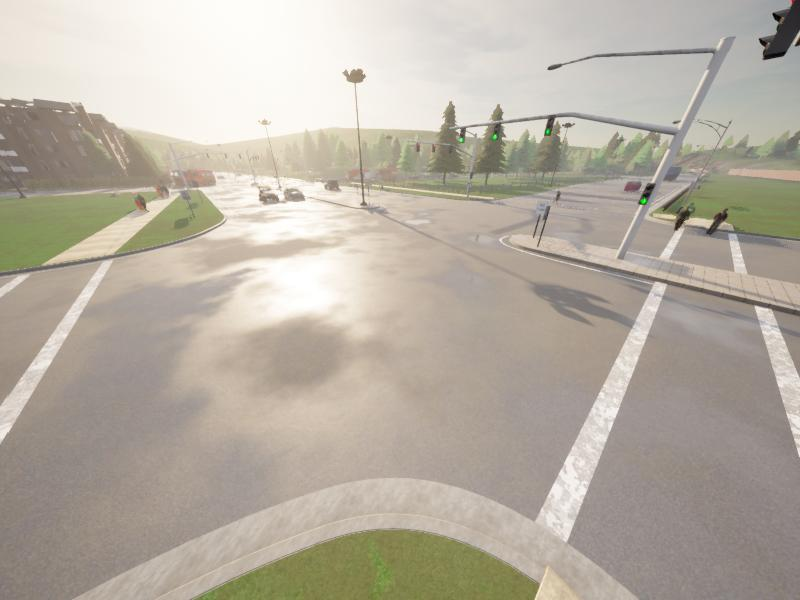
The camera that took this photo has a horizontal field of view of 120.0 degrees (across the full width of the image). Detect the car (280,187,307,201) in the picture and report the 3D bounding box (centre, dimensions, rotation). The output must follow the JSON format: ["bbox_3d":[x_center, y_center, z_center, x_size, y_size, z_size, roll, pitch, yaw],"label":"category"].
[{"bbox_3d":[-15.740,-15.690,34.038,1.837,1.490,4.892,-22,37,-34],"label":"car"}]

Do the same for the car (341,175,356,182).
[{"bbox_3d":[-17.026,-40.385,76.526,4.553,1.767,2.097,-23,37,-34],"label":"car"}]

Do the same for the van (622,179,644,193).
[{"bbox_3d":[44.945,-21.984,44.455,4.442,1.987,1.775,-23,37,-34],"label":"van"}]

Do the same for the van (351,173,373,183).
[{"bbox_3d":[-11.777,-38.300,72.267,6.366,2.431,2.351,-23,37,-34],"label":"van"}]

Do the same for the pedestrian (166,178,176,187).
[{"bbox_3d":[-54.294,-27.887,54.758,0.751,1.860,0.751,-11,32,-18],"label":"pedestrian"}]

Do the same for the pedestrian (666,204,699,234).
[{"bbox_3d":[20.187,-5.817,16.532,0.751,1.860,0.751,-20,36,-31],"label":"pedestrian"}]

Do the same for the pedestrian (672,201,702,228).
[{"bbox_3d":[22.386,-6.696,18.055,0.751,1.860,0.751,-21,36,-32],"label":"pedestrian"}]

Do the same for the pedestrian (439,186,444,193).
[{"bbox_3d":[7.279,-19.557,40.786,0.500,1.100,0.500,-20,36,-31],"label":"pedestrian"}]

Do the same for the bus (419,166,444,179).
[{"bbox_3d":[12.690,-51.569,93.425,10.273,4.253,3.944,-23,37,-34],"label":"bus"}]

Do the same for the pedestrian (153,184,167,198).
[{"bbox_3d":[-34.941,-15.898,33.688,0.751,1.860,0.751,-19,35,-29],"label":"pedestrian"}]

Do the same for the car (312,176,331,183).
[{"bbox_3d":[-24.260,-37.152,71.376,5.027,1.651,2.152,-23,37,-34],"label":"car"}]

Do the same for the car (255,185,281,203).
[{"bbox_3d":[-18.226,-14.605,31.793,1.905,1.878,3.866,-22,37,-34],"label":"car"}]

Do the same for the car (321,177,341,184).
[{"bbox_3d":[-19.885,-34.552,66.565,4.856,1.649,2.033,-23,37,-34],"label":"car"}]

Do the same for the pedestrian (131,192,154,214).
[{"bbox_3d":[-25.194,-9.524,22.648,0.751,1.860,0.751,-20,35,-30],"label":"pedestrian"}]

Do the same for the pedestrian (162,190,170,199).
[{"bbox_3d":[-33.393,-15.043,32.967,0.500,1.100,0.500,-23,37,-34],"label":"pedestrian"}]

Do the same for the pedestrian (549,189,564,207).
[{"bbox_3d":[18.504,-12.042,27.314,0.751,1.860,0.751,-20,35,-30],"label":"pedestrian"}]

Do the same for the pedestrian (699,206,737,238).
[{"bbox_3d":[21.369,-5.252,15.554,0.751,1.860,0.751,26,39,37],"label":"pedestrian"}]

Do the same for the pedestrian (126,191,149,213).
[{"bbox_3d":[-26.213,-9.783,23.096,0.751,1.860,0.751,-19,35,-30],"label":"pedestrian"}]

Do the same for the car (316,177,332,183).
[{"bbox_3d":[-22.462,-35.706,68.681,3.988,1.617,1.851,-23,37,-34],"label":"car"}]

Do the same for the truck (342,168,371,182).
[{"bbox_3d":[-13.888,-40.306,74.345,8.468,3.827,2.891,-23,37,-34],"label":"truck"}]

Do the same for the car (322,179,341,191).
[{"bbox_3d":[-14.239,-23.961,47.996,1.905,1.878,3.866,-22,37,-34],"label":"car"}]

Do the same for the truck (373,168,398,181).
[{"bbox_3d":[-4.852,-44.100,80.916,8.468,3.827,2.891,-23,37,-34],"label":"truck"}]

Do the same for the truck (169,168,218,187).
[{"bbox_3d":[-50.936,-30.530,57.412,2.891,3.827,8.468,6,31,10],"label":"truck"}]

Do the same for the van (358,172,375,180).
[{"bbox_3d":[-12.011,-45.122,83.937,5.915,2.561,1.988,-23,37,-34],"label":"van"}]

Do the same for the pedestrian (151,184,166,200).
[{"bbox_3d":[-33.920,-15.198,32.475,0.751,1.860,0.751,-19,35,-29],"label":"pedestrian"}]
